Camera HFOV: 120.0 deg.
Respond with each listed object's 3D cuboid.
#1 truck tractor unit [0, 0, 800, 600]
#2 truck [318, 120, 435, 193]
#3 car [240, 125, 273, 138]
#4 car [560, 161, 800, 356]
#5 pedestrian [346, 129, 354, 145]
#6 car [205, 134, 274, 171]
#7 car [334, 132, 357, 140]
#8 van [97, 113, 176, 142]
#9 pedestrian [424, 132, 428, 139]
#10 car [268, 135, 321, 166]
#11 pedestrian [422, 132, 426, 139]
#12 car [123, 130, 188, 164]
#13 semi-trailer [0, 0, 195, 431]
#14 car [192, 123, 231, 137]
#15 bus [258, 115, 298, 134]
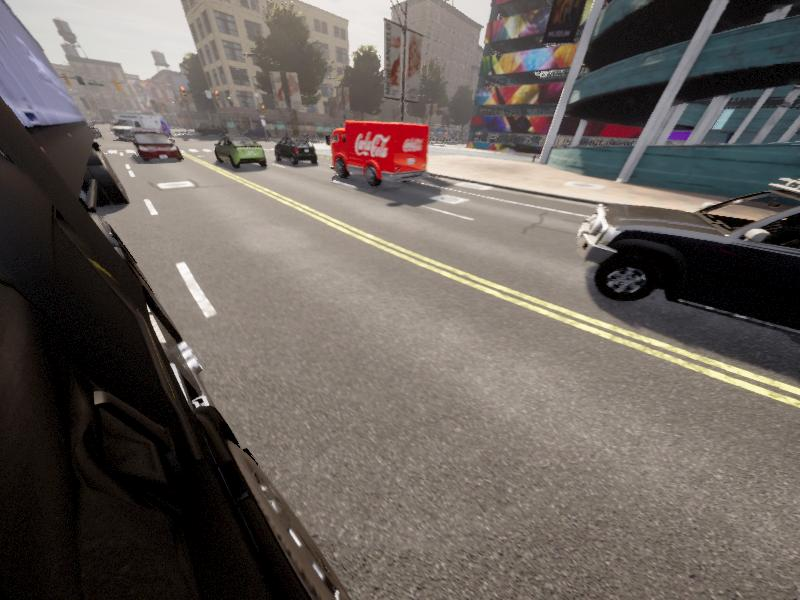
[{"bbox_3d":[-2.645,-0.295,0.351,6.516,4.208,3.053,28,44,30],"label":"truck tractor unit"},{"bbox_3d":[-1.284,-7.266,11.443,5.204,2.467,2.627,31,45,33],"label":"truck"},{"bbox_3d":[-27.077,-31.740,43.647,4.553,1.767,2.097,-26,45,-33],"label":"car"},{"bbox_3d":[5.430,-0.652,3.380,4.605,1.855,1.932,23,41,24],"label":"car"},{"bbox_3d":[-7.534,-24.469,34.702,0.751,1.860,0.751,-21,42,-28],"label":"pedestrian"},{"bbox_3d":[-10.087,-9.343,14.475,4.514,1.525,2.007,32,45,33],"label":"car"},{"bbox_3d":[-12.143,-36.865,51.950,1.812,1.442,4.674,32,45,33],"label":"car"},{"bbox_3d":[-30.571,-20.337,27.317,2.351,2.431,6.366,-2,36,-5],"label":"van"},{"bbox_3d":[9.240,-58.410,82.143,0.751,1.860,0.751,31,44,32],"label":"pedestrian"},{"bbox_3d":[-7.502,-10.677,16.447,3.705,1.549,1.789,31,45,33],"label":"car"},{"bbox_3d":[8.529,-58.768,82.583,0.751,1.860,0.751,23,41,25],"label":"pedestrian"},{"bbox_3d":[-16.085,-10.119,15.164,2.163,1.488,4.792,-29,47,-36],"label":"car"},{"bbox_3d":[-8.399,-3.769,4.533,14.254,4.402,2.717,31,45,33],"label":"semi-trailer"},{"bbox_3d":[-33.308,-30.157,40.993,4.605,1.855,1.932,-7,37,-13],"label":"car"},{"bbox_3d":[-39.671,-57.356,75.655,3.944,4.253,10.273,31,45,33],"label":"bus"}]
